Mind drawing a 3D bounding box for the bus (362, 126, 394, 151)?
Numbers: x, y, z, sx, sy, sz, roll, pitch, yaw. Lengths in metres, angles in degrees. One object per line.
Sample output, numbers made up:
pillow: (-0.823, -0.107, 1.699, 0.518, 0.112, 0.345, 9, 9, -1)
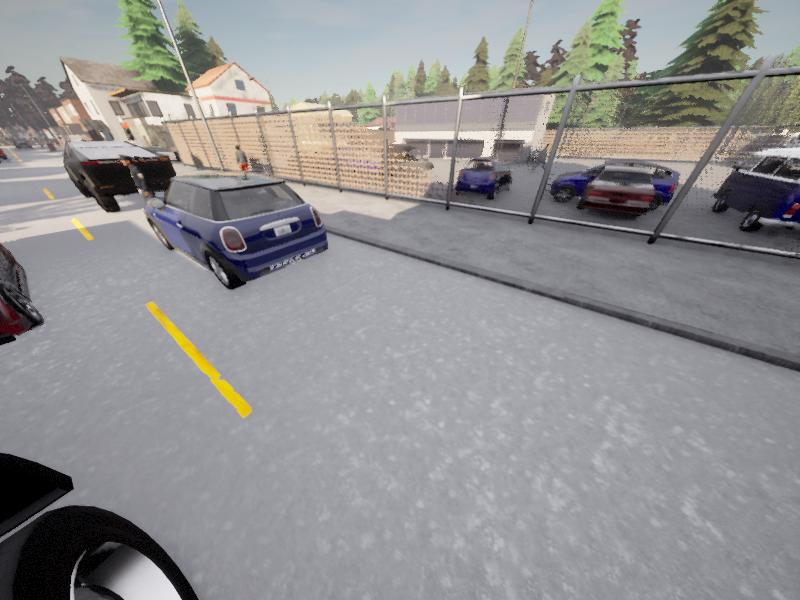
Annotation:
bus: (-5.181, -37.606, 53.630, 3.944, 4.253, 10.273, -15, 39, -18)

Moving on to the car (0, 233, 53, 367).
car: (-6.848, -0.181, 2.953, 4.181, 1.385, 1.994, 22, 41, 28)

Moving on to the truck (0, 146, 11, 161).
truck: (-47.752, -17.897, 25.759, 8.468, 3.827, 2.891, 22, 41, 28)

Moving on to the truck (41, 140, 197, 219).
truck: (-11.396, -5.149, 9.354, 6.274, 2.098, 2.390, 22, 41, 28)

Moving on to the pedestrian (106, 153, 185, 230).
pedestrian: (-7.212, -3.114, 6.651, 0.751, 1.860, 0.751, -28, 44, -34)

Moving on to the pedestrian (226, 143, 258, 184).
pedestrian: (-8.622, -7.465, 12.649, 0.751, 1.860, 0.751, -24, 42, -30)

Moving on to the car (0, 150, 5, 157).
car: (-54.706, -19.782, 30.432, 4.792, 1.488, 2.163, 22, 41, 28)

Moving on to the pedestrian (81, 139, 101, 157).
pedestrian: (-38.974, -19.206, 29.141, 0.751, 1.860, 0.751, 29, 44, 34)

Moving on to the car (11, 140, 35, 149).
car: (-79.907, -32.916, 48.909, 4.974, 1.542, 2.038, 22, 41, 28)

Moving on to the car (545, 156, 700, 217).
car: (8.063, -4.497, 8.900, 3.705, 1.547, 1.789, 22, 41, 28)

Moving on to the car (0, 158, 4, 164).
car: (-40.984, -14.212, 22.533, 3.705, 1.549, 1.789, 22, 41, 28)

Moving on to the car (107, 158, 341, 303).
car: (-3.798, -1.925, 5.082, 4.553, 1.767, 2.097, 22, 41, 28)

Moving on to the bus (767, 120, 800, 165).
bus: (47.789, -17.041, 24.713, 10.273, 4.253, 3.944, -7, 34, -9)

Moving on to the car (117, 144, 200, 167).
car: (-23.429, -14.294, 22.680, 1.930, 1.638, 5.238, 26, 42, 32)
